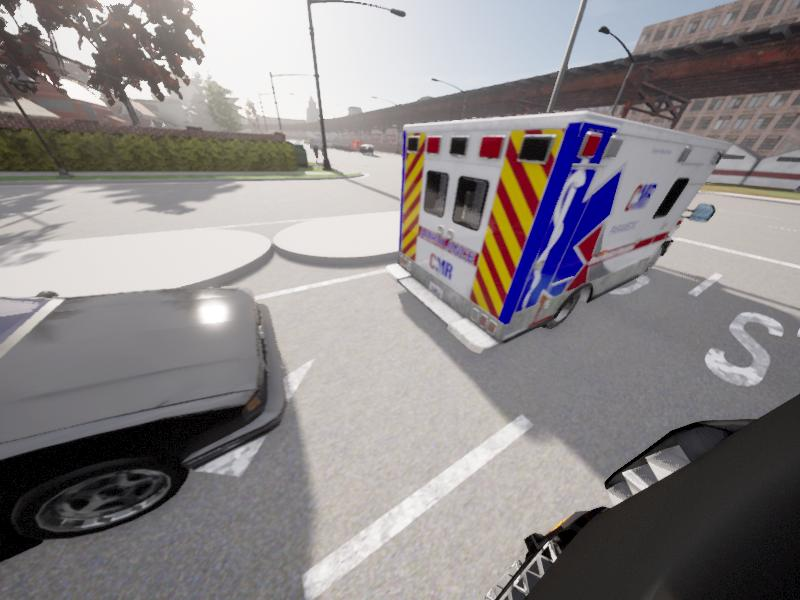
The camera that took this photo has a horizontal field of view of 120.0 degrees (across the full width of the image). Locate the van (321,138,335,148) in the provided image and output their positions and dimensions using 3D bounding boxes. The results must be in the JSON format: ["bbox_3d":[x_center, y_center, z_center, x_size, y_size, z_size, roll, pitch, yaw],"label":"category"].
[{"bbox_3d":[-23.088,-50.095,73.767,2.351,2.431,6.366,-16,39,-26],"label":"van"}]

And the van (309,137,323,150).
[{"bbox_3d":[-22.149,-41.156,60.816,1.988,2.561,5.915,-16,39,-26],"label":"van"}]

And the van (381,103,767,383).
[{"bbox_3d":[3.051,-1.436,4.170,6.366,2.431,2.351,-16,38,-26],"label":"van"}]

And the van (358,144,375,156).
[{"bbox_3d":[-7.560,-33.868,52.146,2.069,2.038,4.480,-17,39,-27],"label":"van"}]

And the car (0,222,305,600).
[{"bbox_3d":[-3.592,0.872,1.099,5.357,1.411,2.033,-16,38,-26],"label":"car"}]

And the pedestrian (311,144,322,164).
[{"bbox_3d":[-9.113,-15.930,25.222,0.751,1.860,0.751,-16,38,-26],"label":"pedestrian"}]

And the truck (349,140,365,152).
[{"bbox_3d":[-11.835,-42.403,63.715,2.627,2.467,5.204,-16,39,-26],"label":"truck"}]

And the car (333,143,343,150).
[{"bbox_3d":[-18.008,-44.423,66.829,1.789,1.549,3.705,-16,39,-26],"label":"car"}]

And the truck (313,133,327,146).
[{"bbox_3d":[-31.579,-63.559,91.166,2.891,3.827,8.468,-16,39,-26],"label":"truck"}]

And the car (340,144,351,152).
[{"bbox_3d":[-14.682,-40.962,62.151,1.789,1.549,3.705,-16,39,-26],"label":"car"}]

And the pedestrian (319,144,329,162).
[{"bbox_3d":[-9.245,-17.896,28.172,0.751,1.860,0.751,-15,37,-25],"label":"pedestrian"}]
